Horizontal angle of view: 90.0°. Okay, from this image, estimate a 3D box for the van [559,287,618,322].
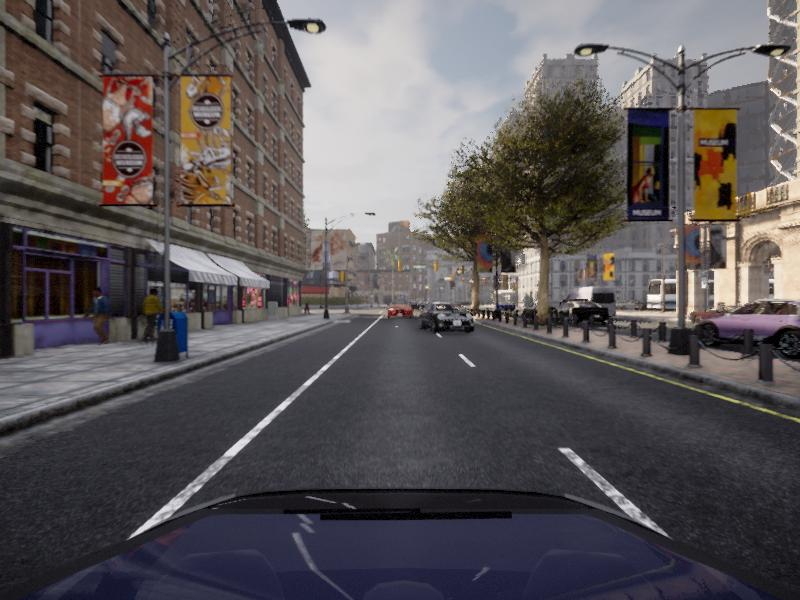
[{"bbox_3d":[15.006,0.310,32.321,1.988,2.561,5.915,0,0,0],"label":"van"}]

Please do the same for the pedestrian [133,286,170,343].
[{"bbox_3d":[-8.467,0.480,13.640,0.751,1.860,0.751,0,0,14],"label":"pedestrian"}]

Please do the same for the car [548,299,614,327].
[{"bbox_3d":[11.501,0.761,25.926,1.930,1.638,5.238,0,0,0],"label":"car"}]

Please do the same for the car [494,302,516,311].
[{"bbox_3d":[15.001,0.922,57.538,1.895,1.301,4.718,0,0,0],"label":"car"}]

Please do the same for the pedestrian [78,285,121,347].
[{"bbox_3d":[-9.332,0.480,12.446,0.751,1.860,0.751,0,0,14],"label":"pedestrian"}]

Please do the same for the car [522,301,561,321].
[{"bbox_3d":[11.506,0.841,32.745,1.970,1.475,3.806,0,0,3],"label":"car"}]

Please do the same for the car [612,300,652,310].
[{"bbox_3d":[36.061,0.757,62.253,5.027,1.651,2.152,0,0,0],"label":"car"}]

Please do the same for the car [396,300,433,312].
[{"bbox_3d":[2.066,0.824,55.970,4.892,1.490,1.837,0,-1,30],"label":"car"}]

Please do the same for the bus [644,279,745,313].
[{"bbox_3d":[38.041,-0.554,52.005,10.273,4.253,3.944,0,0,1],"label":"bus"}]

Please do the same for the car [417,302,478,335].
[{"bbox_3d":[2.241,0.846,20.036,1.970,1.475,3.806,0,0,-11],"label":"car"}]

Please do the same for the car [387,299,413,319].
[{"bbox_3d":[-0.002,0.742,35.843,2.242,1.667,4.611,0,0,0],"label":"car"}]

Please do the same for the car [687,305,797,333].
[{"bbox_3d":[18.250,0.930,21.722,1.895,1.301,4.718,0,0,0],"label":"car"}]

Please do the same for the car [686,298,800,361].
[{"bbox_3d":[11.501,0.772,12.211,2.033,1.649,4.856,0,0,0],"label":"car"}]
